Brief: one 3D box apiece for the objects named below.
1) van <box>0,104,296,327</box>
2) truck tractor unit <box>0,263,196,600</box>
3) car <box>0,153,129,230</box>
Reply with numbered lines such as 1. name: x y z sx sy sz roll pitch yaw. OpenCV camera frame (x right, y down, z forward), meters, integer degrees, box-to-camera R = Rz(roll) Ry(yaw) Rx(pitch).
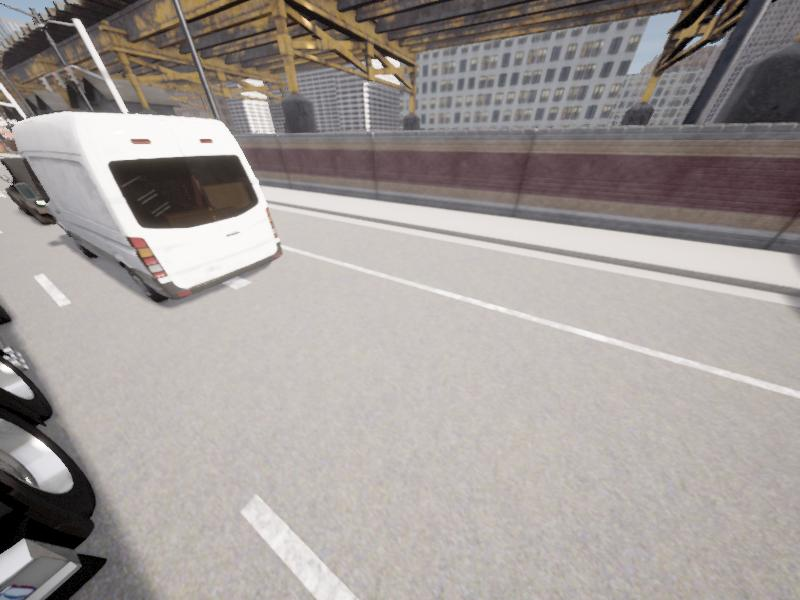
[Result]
1. van: -5.268 -1.984 4.664 5.915 2.561 1.988 18 39 24
2. truck tractor unit: -5.116 -0.292 0.798 6.516 4.208 3.053 18 39 25
3. car: -12.193 -3.981 8.147 3.866 1.878 1.905 18 39 24
